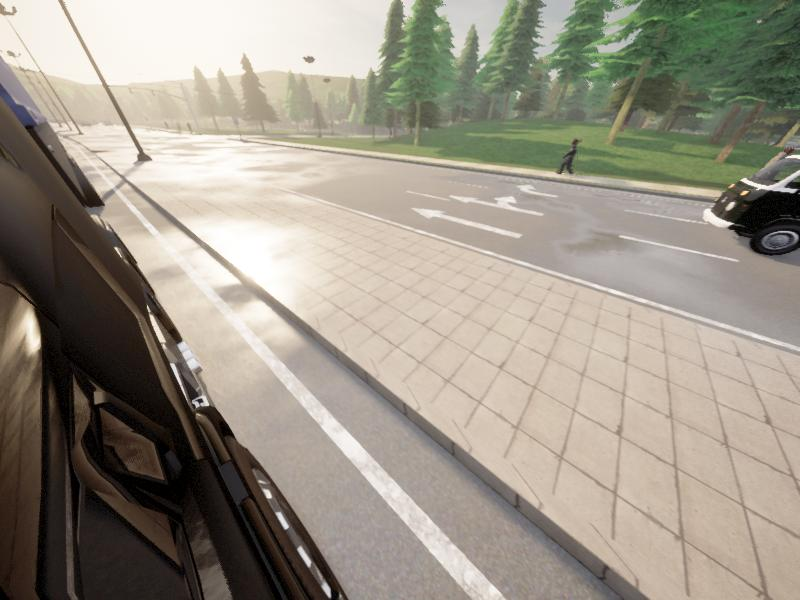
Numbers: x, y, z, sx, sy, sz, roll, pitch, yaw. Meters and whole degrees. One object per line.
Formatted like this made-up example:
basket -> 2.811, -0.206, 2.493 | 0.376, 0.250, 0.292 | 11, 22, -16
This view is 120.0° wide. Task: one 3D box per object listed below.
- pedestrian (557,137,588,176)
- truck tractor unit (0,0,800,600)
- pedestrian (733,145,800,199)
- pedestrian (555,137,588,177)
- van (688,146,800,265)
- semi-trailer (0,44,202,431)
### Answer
pedestrian -> 10.001, -8.356, 13.459 | 0.751, 1.860, 0.751 | 25, 42, 28
truck tractor unit -> -2.645, -0.295, 0.351 | 6.516, 4.208, 3.053 | 28, 44, 30
pedestrian -> 15.521, -5.396, 9.736 | 0.751, 1.860, 0.751 | 28, 44, 31
pedestrian -> 9.623, -8.045, 13.021 | 0.751, 1.860, 0.751 | 27, 43, 30
van -> 9.964, -1.761, 4.732 | 4.480, 2.038, 2.069 | 28, 44, 30
semi-trailer -> -8.711, -3.563, 4.263 | 14.254, 4.402, 2.717 | 28, 44, 30
